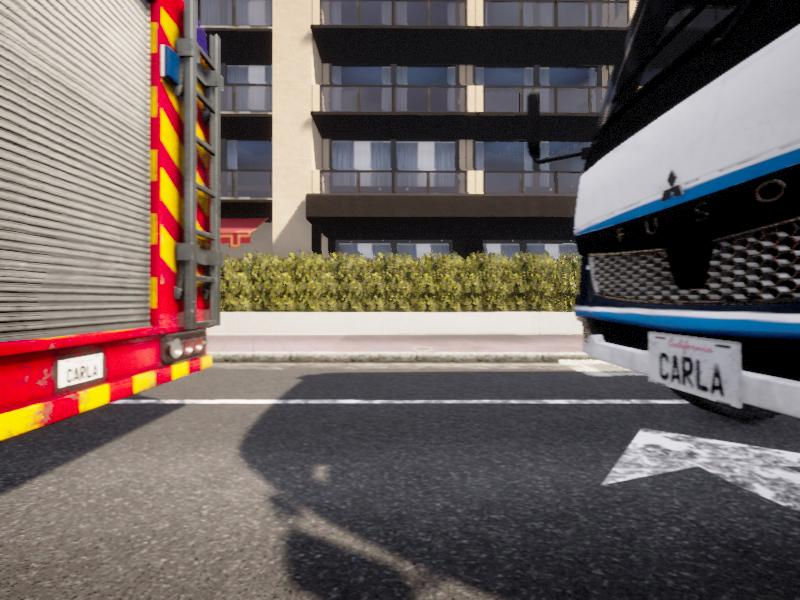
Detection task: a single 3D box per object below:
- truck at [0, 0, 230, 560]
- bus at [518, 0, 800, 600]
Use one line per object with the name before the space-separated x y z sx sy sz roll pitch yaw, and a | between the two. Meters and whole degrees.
truck | -5.765 -0.920 2.155 8.468 3.827 2.891 0 0 0
bus | 6.346 -1.134 2.095 10.273 4.253 3.944 0 0 -2
